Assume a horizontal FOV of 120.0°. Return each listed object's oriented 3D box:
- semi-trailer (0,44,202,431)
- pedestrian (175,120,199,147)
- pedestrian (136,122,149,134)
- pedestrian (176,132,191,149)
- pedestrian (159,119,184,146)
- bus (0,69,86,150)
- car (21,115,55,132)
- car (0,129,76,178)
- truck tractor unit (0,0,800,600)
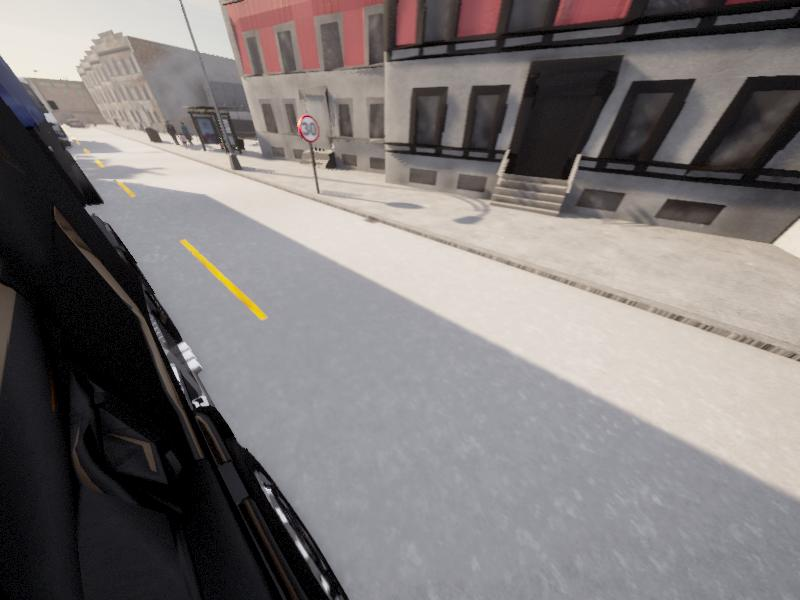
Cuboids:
[{"bbox_3d":[-8.705,-3.591,4.235,14.254,4.402,2.717,28,44,30],"label":"semi-trailer"},{"bbox_3d":[-18.667,-14.598,20.255,0.751,1.860,0.751,32,46,33],"label":"pedestrian"},{"bbox_3d":[-36.940,-24.703,33.156,0.751,1.300,0.751,-29,47,-35],"label":"pedestrian"},{"bbox_3d":[-17.549,-12.924,18.720,0.500,1.100,0.500,-26,45,-33],"label":"pedestrian"},{"bbox_3d":[-19.777,-14.479,20.034,0.751,1.860,0.751,27,43,29],"label":"pedestrian"},{"bbox_3d":[-29.657,-14.749,18.061,10.273,4.253,3.944,28,44,30],"label":"bus"},{"bbox_3d":[-51.051,-24.934,32.608,5.238,1.638,1.930,28,44,29],"label":"car"},{"bbox_3d":[-17.379,-6.962,10.761,5.357,1.411,2.033,28,44,30],"label":"car"},{"bbox_3d":[-2.645,-0.295,0.351,6.516,4.208,3.053,28,44,30],"label":"truck tractor unit"}]
